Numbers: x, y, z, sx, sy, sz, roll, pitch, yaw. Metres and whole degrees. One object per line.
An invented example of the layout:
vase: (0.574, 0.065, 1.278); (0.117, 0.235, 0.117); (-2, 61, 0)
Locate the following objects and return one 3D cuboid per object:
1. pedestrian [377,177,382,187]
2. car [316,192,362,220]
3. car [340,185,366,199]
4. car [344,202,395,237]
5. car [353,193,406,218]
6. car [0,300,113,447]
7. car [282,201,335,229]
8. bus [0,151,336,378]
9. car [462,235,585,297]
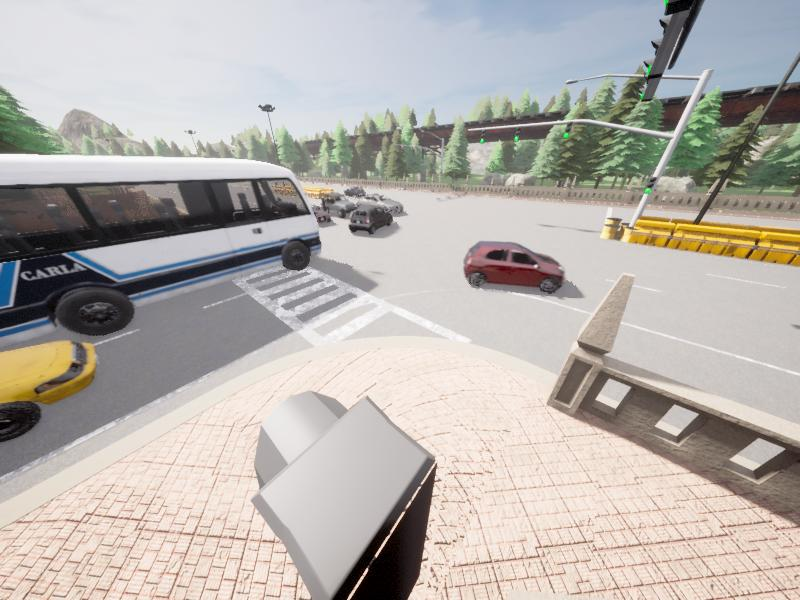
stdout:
pedestrian: (-4.496, -25.820, 50.515); (0.751, 1.860, 0.751); (24, 38, 35)
car: (-5.630, -8.751, 21.273); (3.866, 1.878, 1.905); (23, 37, 34)
car: (-6.906, -15.950, 34.104); (3.633, 1.501, 1.845); (24, 38, 35)
car: (-2.016, -5.973, 16.744); (1.851, 1.617, 3.988); (12, 32, 20)
car: (-2.032, -9.405, 22.675); (5.027, 1.651, 2.152); (23, 37, 34)
car: (-8.185, 1.989, 2.980); (1.801, 1.575, 5.366); (23, 37, 34)
car: (-7.474, -7.017, 18.791); (4.181, 1.385, 1.994); (24, 37, 35)
bus: (-7.837, -2.262, 7.670); (3.944, 4.253, 10.273); (22, 37, 33)
car: (4.367, -1.409, 8.916); (3.633, 1.501, 1.845); (6, 30, 11)
